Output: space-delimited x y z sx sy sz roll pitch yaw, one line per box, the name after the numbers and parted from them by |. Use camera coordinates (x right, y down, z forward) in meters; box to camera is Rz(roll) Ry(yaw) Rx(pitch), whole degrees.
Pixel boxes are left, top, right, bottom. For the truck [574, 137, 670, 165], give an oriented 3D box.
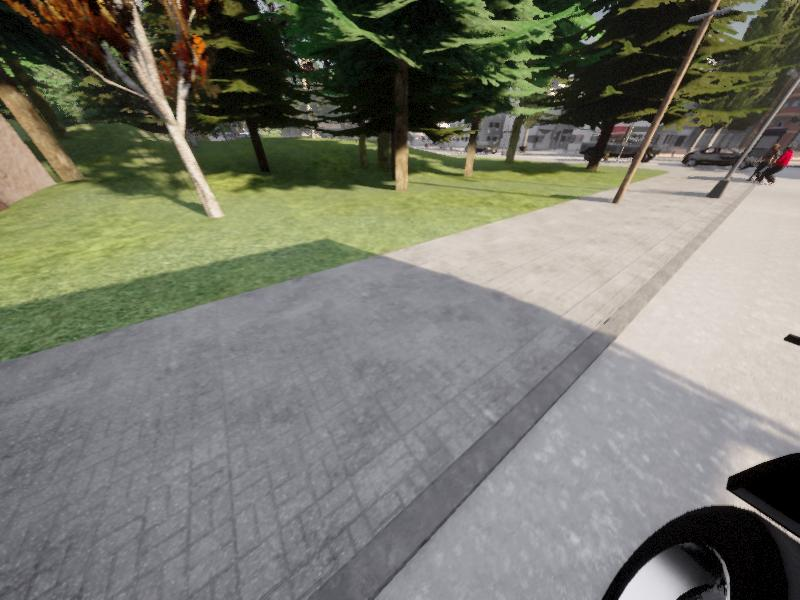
22.016 -15.119 23.322 2.390 2.098 6.274 -22 41 -28 | truck

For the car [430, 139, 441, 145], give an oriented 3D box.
11.573 -51.491 75.339 1.845 1.501 3.633 -15 38 -19 | car

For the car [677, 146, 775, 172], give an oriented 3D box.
26.060 -11.484 18.679 1.816 1.474 4.193 -20 40 -26 | car

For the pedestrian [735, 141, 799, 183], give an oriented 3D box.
19.238 -7.250 12.182 0.751 1.860 0.751 -1 35 -1 | pedestrian

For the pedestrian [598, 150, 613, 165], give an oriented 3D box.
18.146 -12.583 20.406 0.500 1.100 0.500 -24 42 -30 | pedestrian

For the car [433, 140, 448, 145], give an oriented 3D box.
12.848 -49.990 73.350 4.536 1.218 1.853 -3 35 -4 | car

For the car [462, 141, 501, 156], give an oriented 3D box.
12.169 -22.968 34.939 2.152 1.651 5.027 -22 41 -28 | car

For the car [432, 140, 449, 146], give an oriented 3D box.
12.901 -49.864 73.445 4.974 1.542 2.038 -3 35 -4 | car

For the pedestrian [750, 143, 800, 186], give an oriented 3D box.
19.955 -7.139 12.171 0.751 1.860 0.751 -19 39 -24 | pedestrian

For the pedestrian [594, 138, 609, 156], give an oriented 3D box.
26.186 -19.911 30.061 0.751 1.860 0.751 27 43 33 | pedestrian
